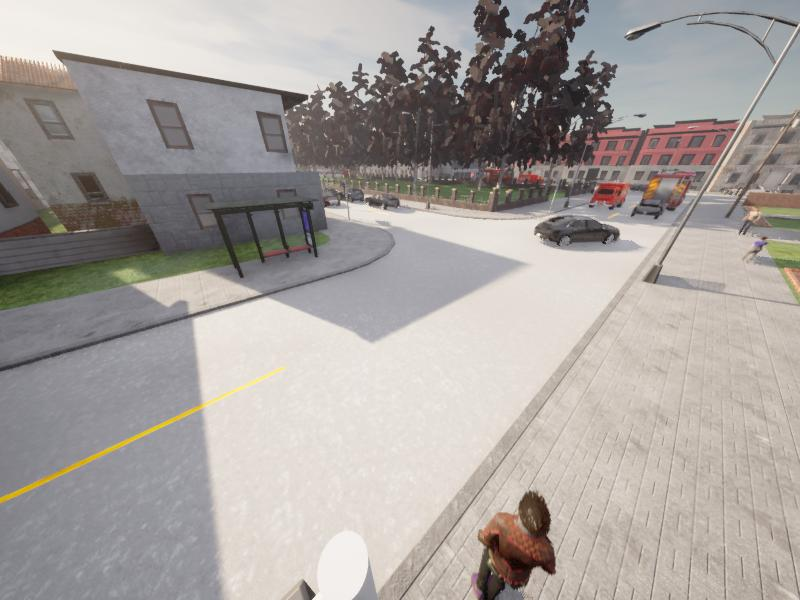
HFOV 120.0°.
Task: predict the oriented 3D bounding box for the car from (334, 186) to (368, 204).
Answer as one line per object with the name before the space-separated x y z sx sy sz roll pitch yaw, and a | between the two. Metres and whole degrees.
car | -6.447 -13.758 30.207 2.033 1.649 4.856 -24 37 -35

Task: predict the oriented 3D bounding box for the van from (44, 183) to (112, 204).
van | -41.451 -13.873 29.994 4.480 2.038 2.069 -23 37 -34

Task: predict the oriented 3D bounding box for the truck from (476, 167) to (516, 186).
truck | 24.243 -31.576 58.872 2.891 3.827 8.468 -23 37 -34

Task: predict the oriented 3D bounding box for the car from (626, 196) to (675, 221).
car | 23.108 -8.536 21.279 4.902 1.511 2.128 -23 37 -34

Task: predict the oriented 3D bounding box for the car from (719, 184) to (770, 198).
car | 52.693 -16.788 35.476 1.851 1.617 3.988 -23 37 -34

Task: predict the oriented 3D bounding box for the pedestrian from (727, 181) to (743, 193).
pedestrian | 55.976 -18.896 38.617 0.751 1.860 0.751 -23 37 -34

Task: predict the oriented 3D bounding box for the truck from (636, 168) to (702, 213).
truck | 29.711 -12.301 25.487 8.468 3.827 2.891 -23 37 -34

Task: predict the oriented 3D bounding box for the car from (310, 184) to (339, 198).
car | -11.658 -16.823 35.634 2.128 1.511 4.902 -24 38 -35

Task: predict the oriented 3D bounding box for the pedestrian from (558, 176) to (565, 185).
pedestrian | 38.355 -28.278 54.869 0.751 1.860 0.751 -18 35 -29

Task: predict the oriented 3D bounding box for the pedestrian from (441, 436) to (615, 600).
pedestrian | 0.931 2.238 2.013 0.751 1.860 0.751 17 34 27

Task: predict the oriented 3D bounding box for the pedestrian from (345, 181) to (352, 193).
pedestrian | -8.661 -19.029 38.847 0.751 1.860 0.751 14 33 22

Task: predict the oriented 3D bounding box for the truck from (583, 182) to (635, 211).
truck | 23.164 -11.588 25.608 5.204 2.467 2.627 -23 37 -34

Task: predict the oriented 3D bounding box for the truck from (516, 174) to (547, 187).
truck | 30.128 -27.479 53.131 2.627 2.467 5.204 -23 37 -34

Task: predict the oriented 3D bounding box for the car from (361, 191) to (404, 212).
car | -2.004 -10.964 25.483 2.128 1.511 4.902 -23 37 -34

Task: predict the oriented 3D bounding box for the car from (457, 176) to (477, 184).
car | 18.768 -33.892 65.087 2.152 1.651 5.027 -23 37 -34

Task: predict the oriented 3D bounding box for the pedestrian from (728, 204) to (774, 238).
pedestrian | 21.899 -4.949 14.460 0.751 1.860 0.751 -13 33 -22

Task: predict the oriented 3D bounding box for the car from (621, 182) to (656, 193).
car | 43.891 -20.868 42.674 1.970 1.475 3.806 -4 30 -7

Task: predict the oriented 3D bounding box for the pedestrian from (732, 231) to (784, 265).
pedestrian | 16.356 -2.401 10.607 0.751 1.300 0.751 -25 38 -36

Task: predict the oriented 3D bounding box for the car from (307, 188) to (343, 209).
car | -8.859 -12.021 27.198 2.033 1.649 4.856 -23 37 -34

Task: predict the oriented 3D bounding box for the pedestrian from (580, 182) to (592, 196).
pedestrian | 28.515 -17.097 35.504 0.751 1.860 0.751 -23 37 -34

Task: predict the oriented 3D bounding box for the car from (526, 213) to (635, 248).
car | 10.619 -4.241 13.857 4.892 1.490 1.837 -4 30 -6
